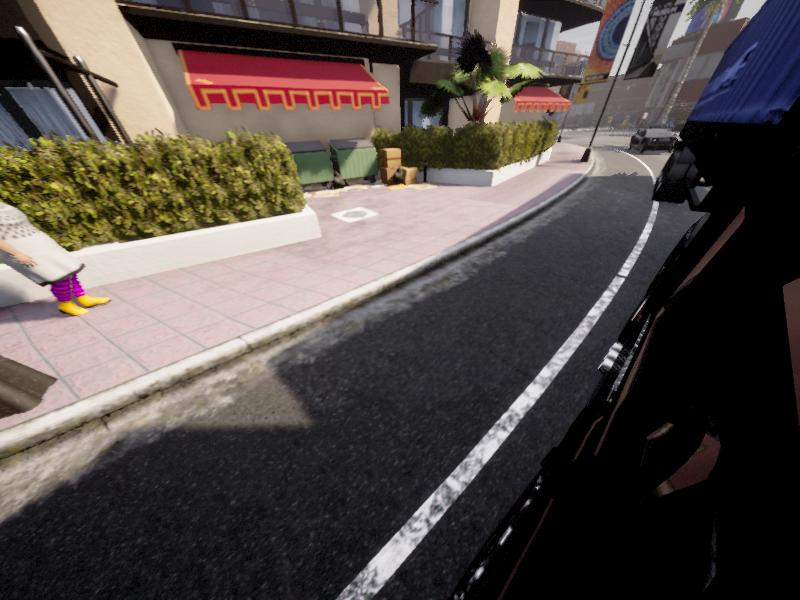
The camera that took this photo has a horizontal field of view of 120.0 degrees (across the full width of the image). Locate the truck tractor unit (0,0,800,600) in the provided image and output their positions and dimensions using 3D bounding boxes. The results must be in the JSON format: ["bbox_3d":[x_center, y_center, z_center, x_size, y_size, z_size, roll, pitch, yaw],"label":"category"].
[{"bbox_3d":[2.645,-0.295,0.352,6.516,4.208,3.053,-28,44,-30],"label":"truck tractor unit"}]

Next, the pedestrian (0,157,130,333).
[{"bbox_3d":[-4.641,-0.619,2.854,0.751,1.860,0.751,-19,40,-21],"label":"pedestrian"}]

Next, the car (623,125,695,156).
[{"bbox_3d":[19.494,-12.330,17.745,1.930,1.638,5.238,15,40,21],"label":"car"}]

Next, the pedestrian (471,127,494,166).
[{"bbox_3d":[4.836,-8.983,13.574,0.751,1.860,0.751,20,42,27],"label":"pedestrian"}]

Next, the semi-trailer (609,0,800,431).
[{"bbox_3d":[8.142,-3.917,4.729,2.717,4.402,14.254,27,46,34],"label":"semi-trailer"}]
